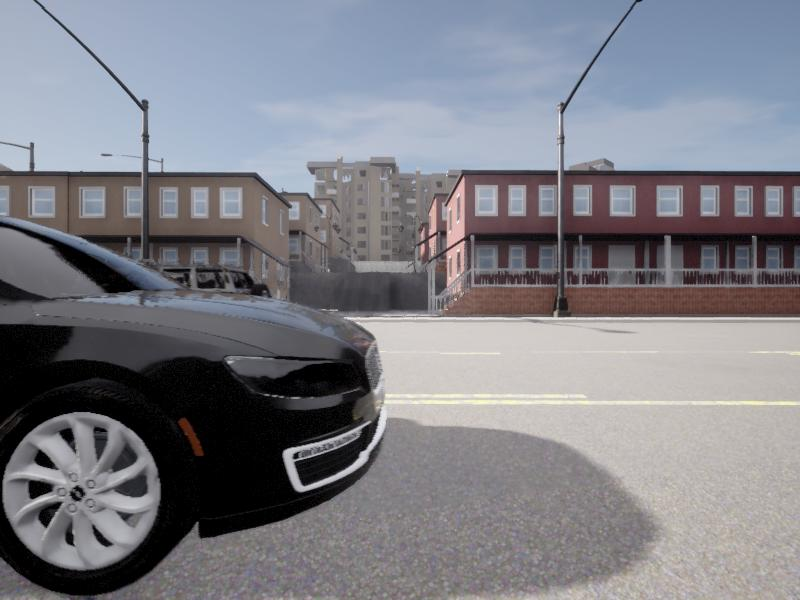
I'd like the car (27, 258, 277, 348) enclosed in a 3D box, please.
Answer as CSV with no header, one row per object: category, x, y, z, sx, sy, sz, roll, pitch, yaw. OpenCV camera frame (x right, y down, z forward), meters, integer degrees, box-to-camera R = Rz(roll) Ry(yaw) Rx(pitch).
car,-5.466,0.053,9.280,4.605,1.855,1.932,0,0,1

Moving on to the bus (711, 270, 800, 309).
bus,44.217,-1.134,49.195,3.944,4.253,10.273,0,0,1

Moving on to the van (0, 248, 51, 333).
van,-15.030,-0.278,12.886,5.915,2.561,1.988,0,0,1

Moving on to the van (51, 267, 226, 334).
van,-8.192,-0.005,12.806,4.442,1.987,1.775,0,0,1

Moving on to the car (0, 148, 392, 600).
car,-2.524,0.244,2.244,4.892,1.490,1.837,0,0,1
